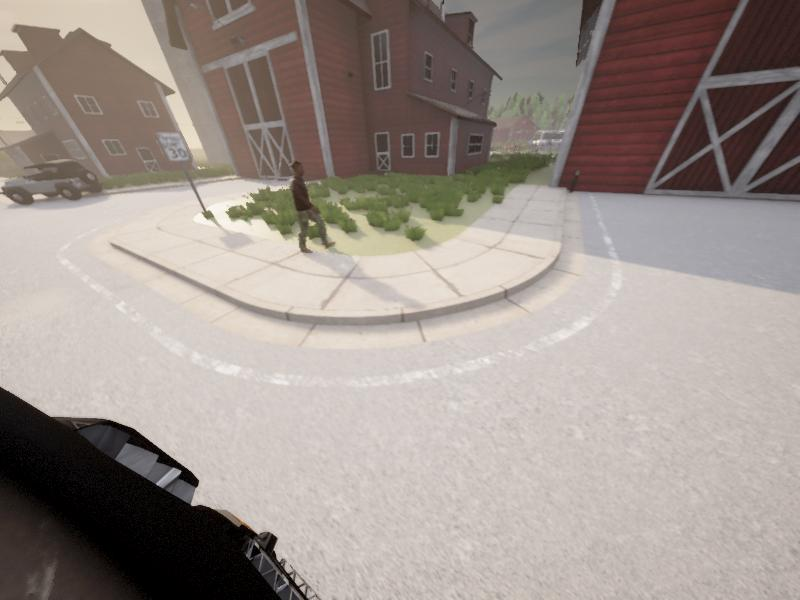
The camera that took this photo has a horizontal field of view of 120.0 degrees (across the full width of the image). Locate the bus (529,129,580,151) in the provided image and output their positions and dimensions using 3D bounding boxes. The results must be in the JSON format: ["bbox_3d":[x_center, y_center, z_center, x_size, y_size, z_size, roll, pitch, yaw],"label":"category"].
[{"bbox_3d":[40.788,-42.453,61.334,10.273,4.253,3.944,-6,34,-6],"label":"bus"}]

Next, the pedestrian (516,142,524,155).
[{"bbox_3d":[21.561,-27.341,41.646,0.751,1.860,0.751,8,35,14],"label":"pedestrian"}]

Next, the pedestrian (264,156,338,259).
[{"bbox_3d":[-1.936,-1.877,4.812,0.751,1.860,0.751,0,34,3],"label":"pedestrian"}]

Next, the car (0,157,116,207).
[{"bbox_3d":[-19.983,-6.829,13.254,3.866,1.878,1.905,-10,40,-8],"label":"car"}]

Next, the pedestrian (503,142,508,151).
[{"bbox_3d":[27.218,-39.477,59.494,0.751,1.860,0.751,16,38,25],"label":"pedestrian"}]

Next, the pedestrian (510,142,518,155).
[{"bbox_3d":[20.432,-27.184,41.475,0.751,1.860,0.751,17,38,26],"label":"pedestrian"}]

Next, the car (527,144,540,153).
[{"bbox_3d":[28.827,-32.723,49.946,1.816,1.474,4.193,17,38,26],"label":"car"}]

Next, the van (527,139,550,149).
[{"bbox_3d":[45.041,-50.855,75.181,5.915,2.561,1.988,17,38,26],"label":"van"}]

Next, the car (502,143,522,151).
[{"bbox_3d":[31.699,-43.431,65.540,4.553,1.767,2.097,17,38,26],"label":"car"}]
